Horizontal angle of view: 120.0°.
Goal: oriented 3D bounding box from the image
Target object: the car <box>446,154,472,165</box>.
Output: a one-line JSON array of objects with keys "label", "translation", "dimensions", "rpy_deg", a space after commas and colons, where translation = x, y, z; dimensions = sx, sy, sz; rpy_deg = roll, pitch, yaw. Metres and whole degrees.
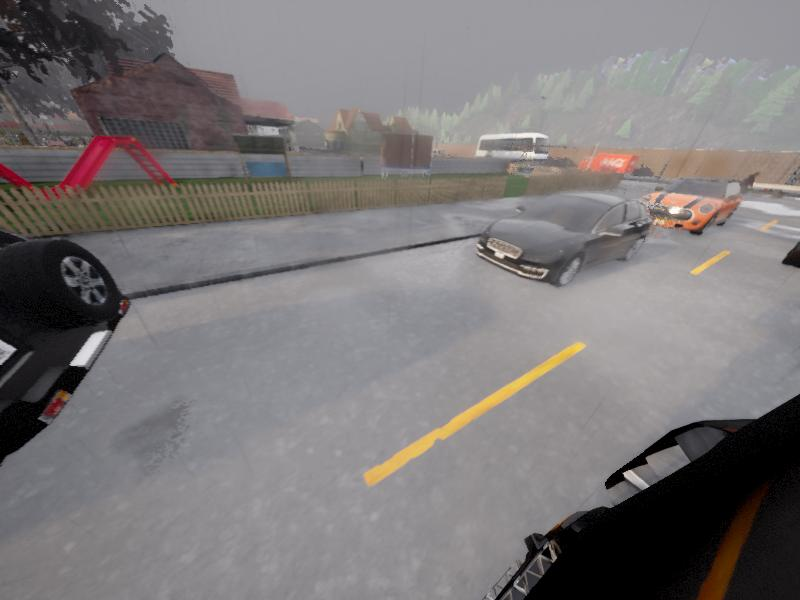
[{"label": "car", "translation": [10.325, -24.729, 40.626], "dimensions": [1.816, 1.474, 4.193], "rpy_deg": [-16, 38, -26]}]

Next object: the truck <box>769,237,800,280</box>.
[{"label": "truck", "translation": [12.327, -1.735, 5.554], "dimensions": [6.274, 2.098, 2.390], "rpy_deg": [-16, 38, -26]}]

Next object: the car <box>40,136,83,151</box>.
[{"label": "car", "translation": [-45.921, -21.328, 31.454], "dimensions": [1.845, 1.501, 3.633], "rpy_deg": [-16, 38, -26]}]

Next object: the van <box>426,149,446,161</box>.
[{"label": "van", "translation": [7.763, -31.916, 50.804], "dimensions": [1.775, 1.987, 4.442], "rpy_deg": [-16, 37, -26]}]

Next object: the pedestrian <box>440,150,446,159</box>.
[{"label": "pedestrian", "translation": [10.051, -33.954, 53.925], "dimensions": [0.751, 1.860, 0.751], "rpy_deg": [-17, 38, -27]}]

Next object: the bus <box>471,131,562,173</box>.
[{"label": "bus", "translation": [15.652, -20.779, 32.561], "dimensions": [3.944, 4.253, 10.273], "rpy_deg": [-16, 36, -26]}]

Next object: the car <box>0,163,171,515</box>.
[{"label": "car", "translation": [-4.600, 0.646, 0.946], "dimensions": [4.605, 1.855, 1.932], "rpy_deg": [-18, 39, -25]}]

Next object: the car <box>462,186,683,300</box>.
[{"label": "car", "translation": [4.049, -1.667, 5.413], "dimensions": [4.892, 1.490, 1.837], "rpy_deg": [-16, 38, -26]}]

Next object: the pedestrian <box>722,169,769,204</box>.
[{"label": "pedestrian", "translation": [21.675, -7.137, 14.529], "dimensions": [0.751, 1.860, 0.751], "rpy_deg": [-16, 38, -26]}]

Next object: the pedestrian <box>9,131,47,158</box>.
[{"label": "pedestrian", "translation": [-31.538, -13.171, 19.652], "dimensions": [0.751, 1.860, 0.751], "rpy_deg": [-16, 38, -26]}]

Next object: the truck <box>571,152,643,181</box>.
[{"label": "truck", "translation": [24.186, -15.840, 27.320], "dimensions": [2.627, 2.467, 5.204], "rpy_deg": [-16, 38, -26]}]

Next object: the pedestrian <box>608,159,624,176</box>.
[{"label": "pedestrian", "translation": [27.379, -16.788, 29.290], "dimensions": [0.751, 1.860, 0.751], "rpy_deg": [-27, 44, -37]}]

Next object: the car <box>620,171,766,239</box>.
[{"label": "car", "translation": [11.254, -3.846, 8.933], "dimensions": [4.553, 1.767, 2.097], "rpy_deg": [-16, 38, -26]}]

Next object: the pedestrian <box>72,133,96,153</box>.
[{"label": "pedestrian", "translation": [-36.734, -18.203, 26.864], "dimensions": [0.751, 1.860, 0.751], "rpy_deg": [-16, 38, -26]}]

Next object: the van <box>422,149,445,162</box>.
[{"label": "van", "translation": [6.622, -28.645, 45.752], "dimensions": [2.069, 2.038, 4.480], "rpy_deg": [-16, 38, -26]}]
